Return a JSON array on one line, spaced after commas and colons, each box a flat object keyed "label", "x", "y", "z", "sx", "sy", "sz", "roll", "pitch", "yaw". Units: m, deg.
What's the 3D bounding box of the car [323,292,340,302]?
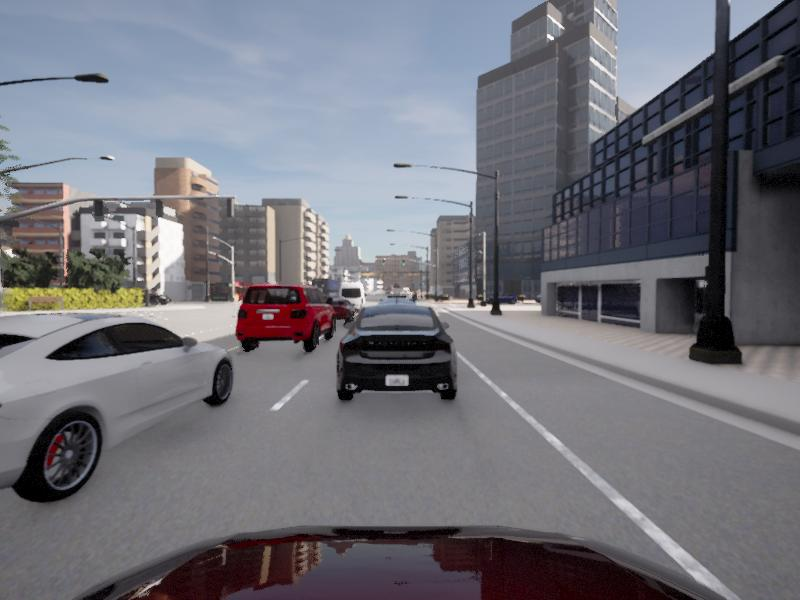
[{"label": "car", "x": -11.040, "y": -0.521, "z": 64.554, "sx": 1.930, "sy": 1.638, "sz": 5.238, "roll": 0, "pitch": 1, "yaw": -1}]

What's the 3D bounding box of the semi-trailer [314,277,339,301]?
[{"label": "semi-trailer", "x": -14.696, "y": -2.201, "z": 81.572, "sx": 2.717, "sy": 4.402, "sz": 14.254, "roll": 0, "pitch": 1, "yaw": -1}]

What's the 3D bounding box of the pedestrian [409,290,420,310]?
[{"label": "pedestrian", "x": 1.462, "y": -0.013, "z": 39.524, "sx": 0.751, "sy": 1.860, "sz": 0.751, "roll": -1, "pitch": 2, "yaw": -38}]

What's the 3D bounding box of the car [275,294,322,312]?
[{"label": "car", "x": -9.474, "y": 0.216, "z": 37.870, "sx": 1.882, "sy": 1.535, "sz": 5.008, "roll": 1, "pitch": 2, "yaw": 19}]

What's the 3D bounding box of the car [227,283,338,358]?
[{"label": "car", "x": -3.621, "y": 0.504, "z": 13.618, "sx": 2.150, "sy": 2.045, "sz": 5.566, "roll": 0, "pitch": 1, "yaw": 0}]

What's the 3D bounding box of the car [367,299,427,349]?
[{"label": "car", "x": -0.124, "y": 0.738, "z": 15.012, "sx": 1.882, "sy": 1.535, "sz": 5.008, "roll": 0, "pitch": 1, "yaw": 0}]

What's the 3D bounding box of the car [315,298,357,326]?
[{"label": "car", "x": -3.735, "y": 0.616, "z": 24.066, "sx": 1.812, "sy": 1.442, "sz": 4.674, "roll": 0, "pitch": 1, "yaw": 0}]

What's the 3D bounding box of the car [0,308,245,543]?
[{"label": "car", "x": -3.539, "y": 0.864, "z": 4.504, "sx": 1.812, "sy": 1.442, "sz": 4.674, "roll": 0, "pitch": 0, "yaw": 0}]

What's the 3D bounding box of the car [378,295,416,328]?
[{"label": "car", "x": -0.193, "y": 0.549, "z": 23.105, "sx": 1.930, "sy": 1.638, "sz": 5.238, "roll": 0, "pitch": 2, "yaw": -1}]

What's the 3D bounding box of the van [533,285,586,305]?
[{"label": "van", "x": 20.346, "y": -0.674, "z": 51.288, "sx": 5.915, "sy": 2.561, "sz": 1.988, "roll": 0, "pitch": 2, "yaw": 0}]

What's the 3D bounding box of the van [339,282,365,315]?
[{"label": "van", "x": -4.099, "y": -0.193, "z": 34.750, "sx": 1.988, "sy": 2.561, "sz": 5.915, "roll": 0, "pitch": 2, "yaw": -4}]

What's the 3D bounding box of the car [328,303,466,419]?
[{"label": "car", "x": -0.063, "y": 0.826, "z": 7.742, "sx": 1.837, "sy": 1.490, "sz": 4.892, "roll": 0, "pitch": 0, "yaw": -1}]

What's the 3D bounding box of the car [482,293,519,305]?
[{"label": "car", "x": 12.864, "y": -0.145, "z": 51.301, "sx": 4.193, "sy": 1.474, "sz": 1.816, "roll": 0, "pitch": 2, "yaw": 0}]

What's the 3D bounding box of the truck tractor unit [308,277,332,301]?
[{"label": "truck tractor unit", "x": -14.584, "y": -1.976, "z": 73.662, "sx": 3.053, "sy": 4.208, "sz": 6.516, "roll": 0, "pitch": 1, "yaw": 0}]

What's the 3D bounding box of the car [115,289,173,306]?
[{"label": "car", "x": -30.470, "y": -0.338, "z": 47.780, "sx": 5.566, "sy": 2.045, "sz": 2.150, "roll": 0, "pitch": 2, "yaw": 0}]

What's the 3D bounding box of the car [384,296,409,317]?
[{"label": "car", "x": -0.262, "y": 0.422, "z": 31.306, "sx": 1.816, "sy": 1.474, "sz": 4.193, "roll": 0, "pitch": 1, "yaw": 0}]
